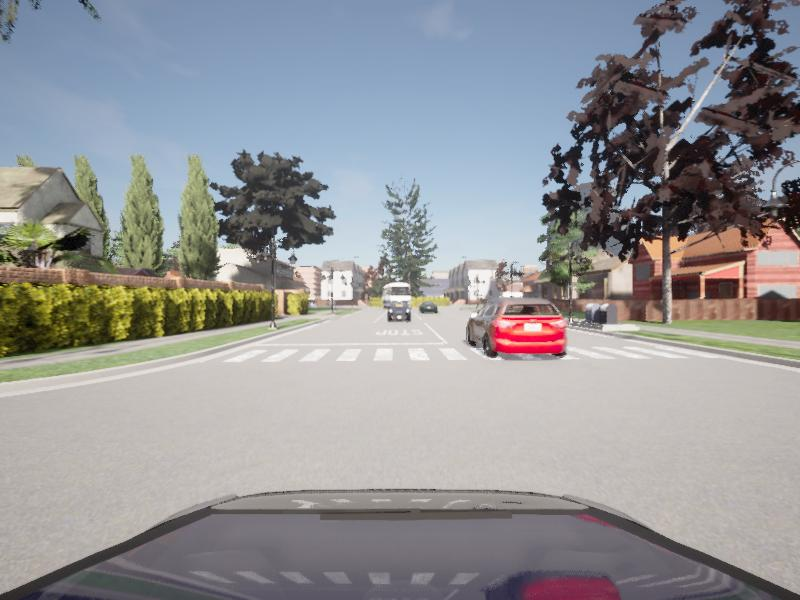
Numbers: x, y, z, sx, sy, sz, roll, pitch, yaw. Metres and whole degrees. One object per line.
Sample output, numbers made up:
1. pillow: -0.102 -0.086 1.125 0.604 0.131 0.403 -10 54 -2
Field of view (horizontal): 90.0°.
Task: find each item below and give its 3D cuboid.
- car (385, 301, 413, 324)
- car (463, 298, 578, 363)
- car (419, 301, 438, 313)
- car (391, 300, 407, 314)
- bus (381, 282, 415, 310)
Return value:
1. car: -0.059 0.840 28.906 1.845 1.501 3.633 0 0 0
2. car: 3.469 0.769 12.625 2.242 1.667 4.611 0 0 0
3. car: 3.413 0.872 48.803 1.994 1.385 4.181 0 0 0
4. car: -0.089 0.788 48.449 1.801 1.575 5.366 0 0 0
5. bus: -0.553 -0.561 67.181 3.944 4.253 10.273 0 -1 -10
